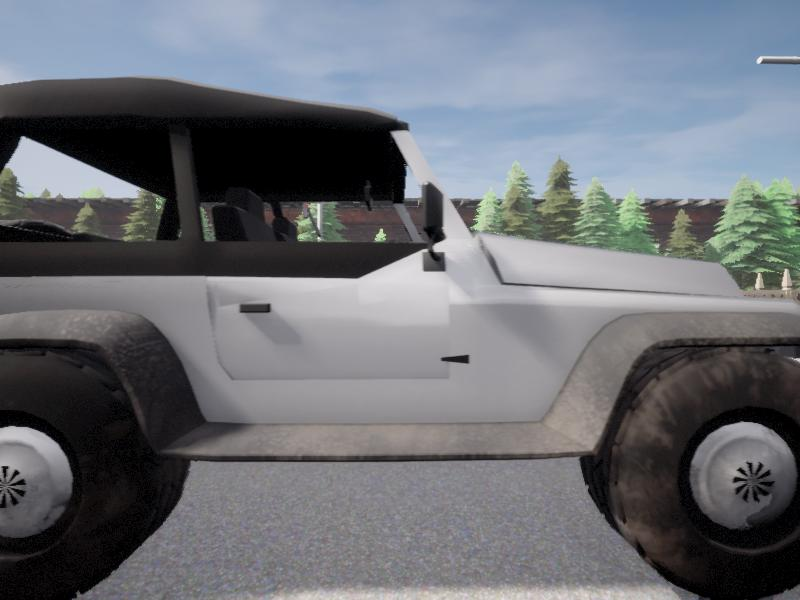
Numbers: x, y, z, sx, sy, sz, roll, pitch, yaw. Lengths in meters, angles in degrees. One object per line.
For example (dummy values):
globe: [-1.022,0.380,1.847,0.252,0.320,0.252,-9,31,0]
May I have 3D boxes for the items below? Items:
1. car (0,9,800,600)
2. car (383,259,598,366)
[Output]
car: [-0.202,0.047,2.185,3.866,1.878,1.905,0,0,-1]
car: [1.590,0.188,8.182,1.851,1.617,3.988,0,0,-40]
